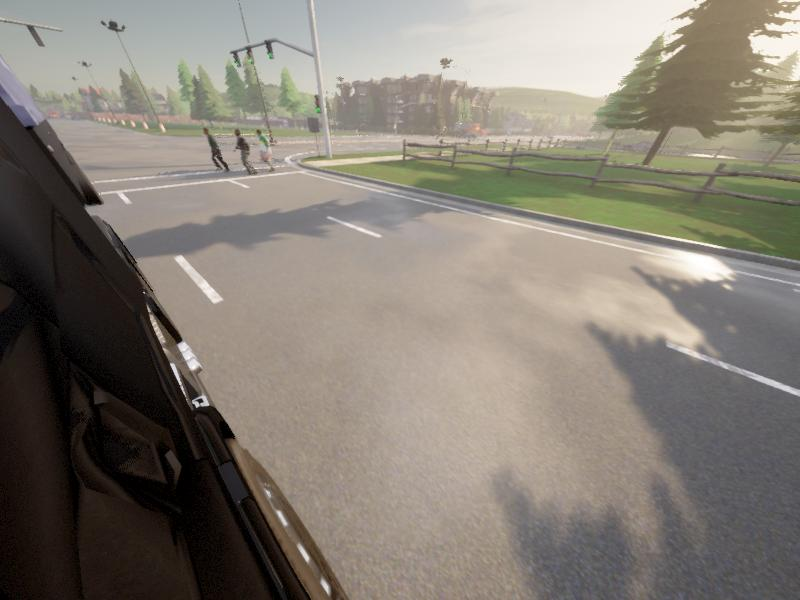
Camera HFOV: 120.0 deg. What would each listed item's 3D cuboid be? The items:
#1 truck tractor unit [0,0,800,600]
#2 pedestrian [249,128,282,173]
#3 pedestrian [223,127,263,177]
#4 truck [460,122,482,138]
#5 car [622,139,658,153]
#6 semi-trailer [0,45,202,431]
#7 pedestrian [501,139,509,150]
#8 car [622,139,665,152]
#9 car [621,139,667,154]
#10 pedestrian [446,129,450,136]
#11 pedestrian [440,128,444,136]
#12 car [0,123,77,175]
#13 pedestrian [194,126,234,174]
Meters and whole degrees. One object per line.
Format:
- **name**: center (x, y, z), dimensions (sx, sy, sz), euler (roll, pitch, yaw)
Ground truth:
- **truck tractor unit**: center (-2.645, -0.295, 0.351), dimensions (6.516, 4.208, 3.053), euler (28, 44, 30)
- **pedestrian**: center (-6.815, -7.611, 11.773), dimensions (0.751, 1.860, 0.751), euler (31, 45, 32)
- **pedestrian**: center (-7.230, -6.834, 10.720), dimensions (0.751, 1.860, 0.751), euler (25, 42, 27)
- **truck**: center (23.058, -55.344, 75.204), dimensions (2.891, 3.827, 8.468), euler (28, 44, 30)
- **car**: center (41.400, -26.658, 39.937), dimensions (3.988, 1.617, 1.851), euler (28, 44, 30)
- **semi-trailer**: center (-8.704, -3.589, 4.239), dimensions (14.254, 4.402, 2.717), euler (28, 44, 30)
- **pedestrian**: center (13.083, -19.337, 28.807), dimensions (0.500, 1.100, 0.500), euler (31, 46, 33)
- **car**: center (43.968, -28.043, 41.904), dimensions (5.027, 1.651, 2.152), euler (28, 44, 30)
- **car**: center (39.438, -24.955, 37.555), dimensions (4.856, 1.649, 2.033), euler (28, 44, 30)
- **pedestrian**: center (15.859, -55.576, 76.470), dimensions (0.751, 1.860, 0.751), euler (24, 42, 26)
- **pedestrian**: center (13.215, -53.098, 73.035), dimensions (0.751, 1.860, 0.751), euler (-18, 41, -24)
- **car**: center (-18.093, -7.441, 11.176), dimensions (5.027, 1.651, 2.152), euler (28, 44, 30)
- **pedestrian**: center (-8.844, -7.156, 11.059), dimensions (0.751, 1.860, 0.751), euler (-29, 47, -34)
